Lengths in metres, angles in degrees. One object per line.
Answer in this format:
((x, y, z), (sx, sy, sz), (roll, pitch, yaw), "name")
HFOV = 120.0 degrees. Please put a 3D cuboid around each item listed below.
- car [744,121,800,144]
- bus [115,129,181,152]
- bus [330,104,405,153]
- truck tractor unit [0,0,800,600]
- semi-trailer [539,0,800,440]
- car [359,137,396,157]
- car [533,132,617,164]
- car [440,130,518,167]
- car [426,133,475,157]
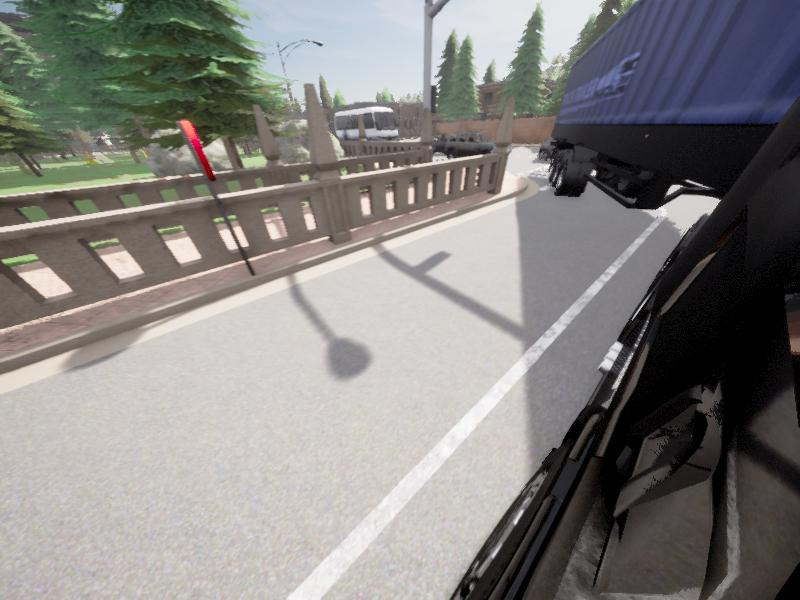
((32.045, -14.526, 19.986), (4.181, 1.385, 1.994), (-28, 43, -30), "car")
((-62.982, -40.368, 58.386), (10.273, 4.253, 3.944), (-28, 43, -30), "bus")
((-4.306, -21.374, 29.101), (3.944, 4.253, 10.273), (-28, 44, -30), "bus")
((2.645, -0.295, 0.351), (6.516, 4.208, 3.053), (-28, 44, -30), "truck tractor unit")
((6.269, -4.570, 5.684), (2.717, 4.402, 14.254), (12, 39, 18), "semi-trailer")
((-2.264, -15.537, 23.410), (1.845, 1.501, 3.633), (-28, 43, -30), "car")
((11.065, -9.800, 14.845), (1.845, 1.501, 3.633), (-30, 44, -32), "car")
((5.192, -10.545, 15.921), (1.932, 1.855, 4.605), (-27, 44, -29), "car")
((4.453, -14.217, 21.141), (1.851, 1.617, 3.988), (-28, 43, -30), "car")
